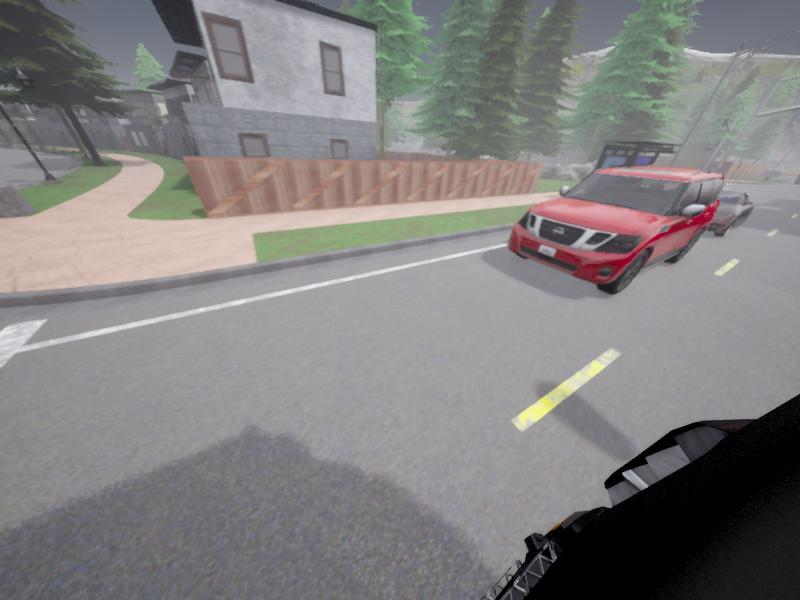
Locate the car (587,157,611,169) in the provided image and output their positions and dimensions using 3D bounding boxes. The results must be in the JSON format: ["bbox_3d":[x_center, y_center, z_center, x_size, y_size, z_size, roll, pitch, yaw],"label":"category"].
[{"bbox_3d":[39.497,-27.109,45.834,3.866,1.878,1.905,-17,38,-27],"label":"car"}]

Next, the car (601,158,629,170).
[{"bbox_3d":[41.137,-25.980,44.251,4.605,1.855,1.932,-17,38,-27],"label":"car"}]

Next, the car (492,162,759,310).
[{"bbox_3d":[5.178,-1.902,5.368,5.566,2.045,2.150,-16,38,-26],"label":"car"}]

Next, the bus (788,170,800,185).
[{"bbox_3d":[62.642,-19.155,33.696,10.273,4.253,3.944,-16,38,-26],"label":"bus"}]

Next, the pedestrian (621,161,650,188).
[{"bbox_3d":[18.878,-10.053,18.535,0.751,1.860,0.751,-18,39,-29],"label":"pedestrian"}]

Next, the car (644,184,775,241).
[{"bbox_3d":[12.077,-3.596,9.054,4.181,1.385,1.994,-16,38,-26],"label":"car"}]

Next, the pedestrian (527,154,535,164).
[{"bbox_3d":[29.720,-32.084,52.548,0.751,1.860,0.751,-17,38,-27],"label":"pedestrian"}]
